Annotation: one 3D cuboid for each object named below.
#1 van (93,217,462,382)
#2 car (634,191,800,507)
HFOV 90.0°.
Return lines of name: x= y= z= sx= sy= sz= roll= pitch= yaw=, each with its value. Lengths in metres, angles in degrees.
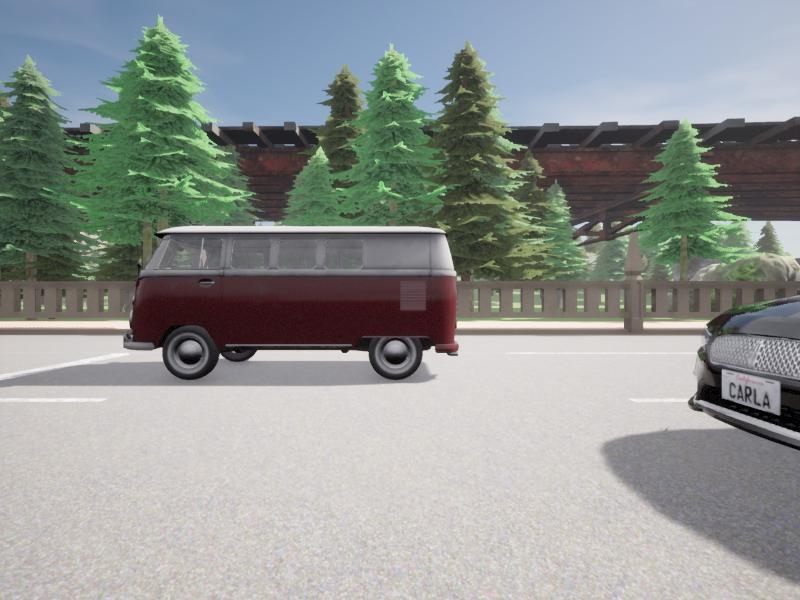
van: x=-1.470 y=-0.002 z=5.700 sx=4.442 sy=1.987 sz=1.775 roll=0 pitch=0 yaw=0
car: x=4.363 y=0.237 z=2.200 sx=4.902 sy=1.511 sz=2.128 roll=0 pitch=0 yaw=0
